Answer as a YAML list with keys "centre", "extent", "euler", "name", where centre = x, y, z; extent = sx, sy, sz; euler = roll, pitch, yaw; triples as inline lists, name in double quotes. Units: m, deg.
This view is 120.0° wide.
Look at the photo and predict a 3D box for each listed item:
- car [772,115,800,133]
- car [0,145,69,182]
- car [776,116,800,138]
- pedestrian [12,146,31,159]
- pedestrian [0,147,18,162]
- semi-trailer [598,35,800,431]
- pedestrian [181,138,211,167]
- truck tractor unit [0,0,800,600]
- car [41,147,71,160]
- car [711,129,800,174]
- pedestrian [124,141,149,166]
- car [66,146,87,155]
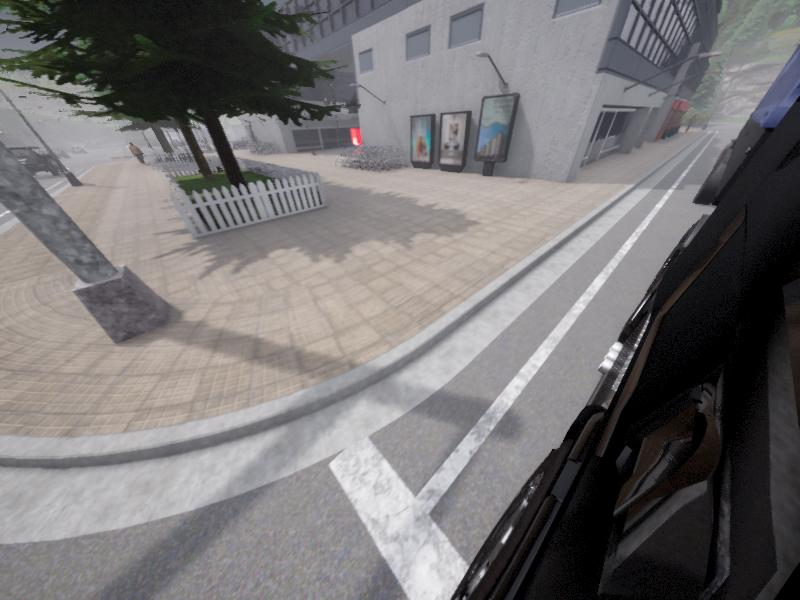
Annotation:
- centre: [43.801, -19.655, 25.744]
  extent: [3.705, 1.549, 1.789]
  euler: [-30, 45, -31]
  name: "car"
- centre: [-29.996, -11.276, 18.857]
  extent: [2.150, 2.045, 5.566]
  euler: [-31, 45, -32]
  name: "car"
- centre: [37.869, -16.283, 21.654]
  extent: [4.514, 1.525, 2.007]
  euler: [-30, 44, -31]
  name: "car"
- centre: [-62.918, -24.532, 38.429]
  extent: [0.751, 1.860, 0.751]
  euler: [19, 42, 26]
  name: "pedestrian"
- centre: [-57.618, -21.312, 33.810]
  extent: [0.751, 1.860, 0.751]
  euler: [27, 46, 33]
  name: "pedestrian"
- centre: [8.656, -3.638, 4.262]
  extent: [14.254, 4.402, 2.717]
  euler: [-29, 44, -30]
  name: "semi-trailer"
- centre: [-16.062, -11.600, 18.236]
  extent: [0.751, 1.860, 0.751]
  euler: [-2, 37, 1]
  name: "pedestrian"
- centre: [2.645, -0.295, 0.351]
  extent: [6.516, 4.208, 3.053]
  euler: [-28, 44, -30]
  name: "truck tractor unit"
- centre: [-57.055, -24.392, 38.409]
  extent: [1.789, 1.549, 3.705]
  euler: [-31, 45, -32]
  name: "car"
- centre: [16.927, -7.174, 10.984]
  extent: [4.181, 1.385, 1.994]
  euler: [-30, 44, -31]
  name: "car"
- centre: [-24.294, -13.532, 21.347]
  extent: [0.751, 1.860, 0.751]
  euler: [-29, 44, -30]
  name: "pedestrian"
- centre: [-72.529, -33.680, 51.890]
  extent: [1.970, 1.475, 3.806]
  euler: [-31, 45, -32]
  name: "car"
